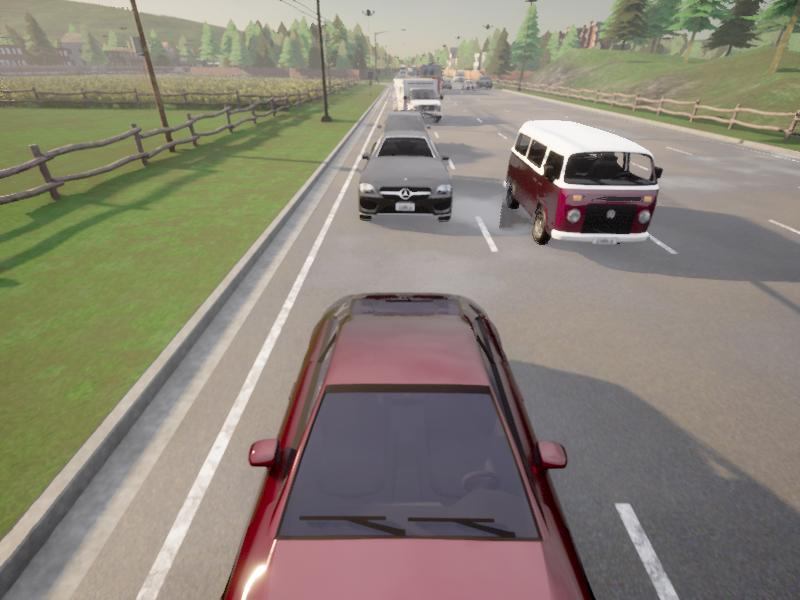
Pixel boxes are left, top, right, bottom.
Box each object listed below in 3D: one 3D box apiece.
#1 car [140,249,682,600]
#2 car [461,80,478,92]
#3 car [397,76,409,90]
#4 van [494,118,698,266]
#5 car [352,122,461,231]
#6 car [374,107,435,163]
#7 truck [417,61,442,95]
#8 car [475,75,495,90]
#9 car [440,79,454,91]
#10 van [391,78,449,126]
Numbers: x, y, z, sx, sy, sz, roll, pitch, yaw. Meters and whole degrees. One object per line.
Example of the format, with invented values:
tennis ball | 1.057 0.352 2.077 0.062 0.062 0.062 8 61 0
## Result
car | 0.047 1.068 2.948 1.994 1.385 4.181 0 29 0
car | 11.013 -34.186 63.860 1.970 1.475 3.806 1 30 0
car | 0.531 -35.664 65.708 1.932 1.855 4.605 1 30 0
van | 3.624 -2.615 8.685 2.069 2.038 4.480 1 29 0
car | 0.133 -3.487 10.512 2.152 1.651 5.027 1 30 0
car | 0.173 -7.013 16.727 2.163 1.488 4.792 1 30 0
truck | 3.968 -31.014 55.826 2.891 3.827 8.468 1 30 0
car | 14.554 -37.463 68.933 2.150 2.045 5.566 1 30 0
car | 7.518 -34.654 64.419 1.845 1.501 3.633 1 30 0
van | 1.124 -13.425 26.852 2.351 2.431 6.366 -5 30 -10
